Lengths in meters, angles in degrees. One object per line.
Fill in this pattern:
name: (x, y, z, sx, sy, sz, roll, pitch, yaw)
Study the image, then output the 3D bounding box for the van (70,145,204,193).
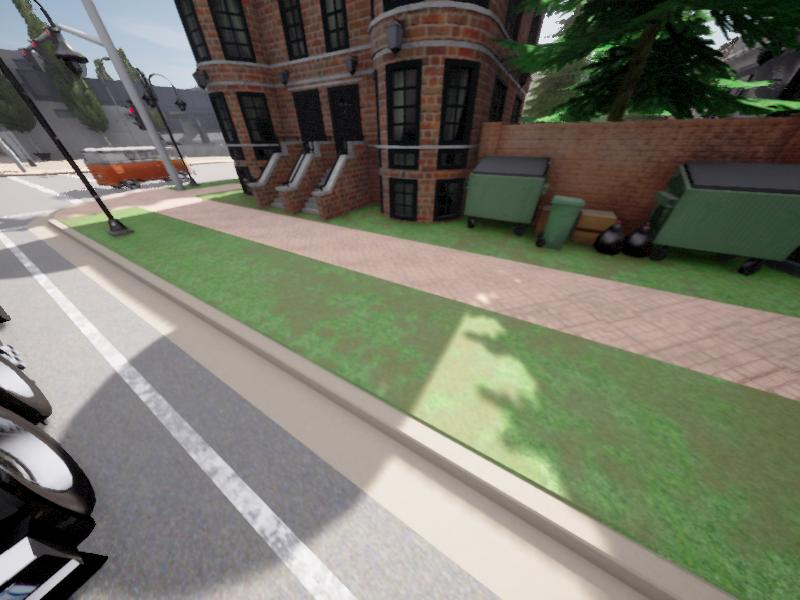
van: (-14.881, -7.820, 13.566, 1.775, 1.987, 4.442, 12, 37, 18)

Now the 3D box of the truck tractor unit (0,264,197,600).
truck tractor unit: (-5.110, -0.302, 0.777, 6.516, 4.208, 3.053, 18, 39, 24)
